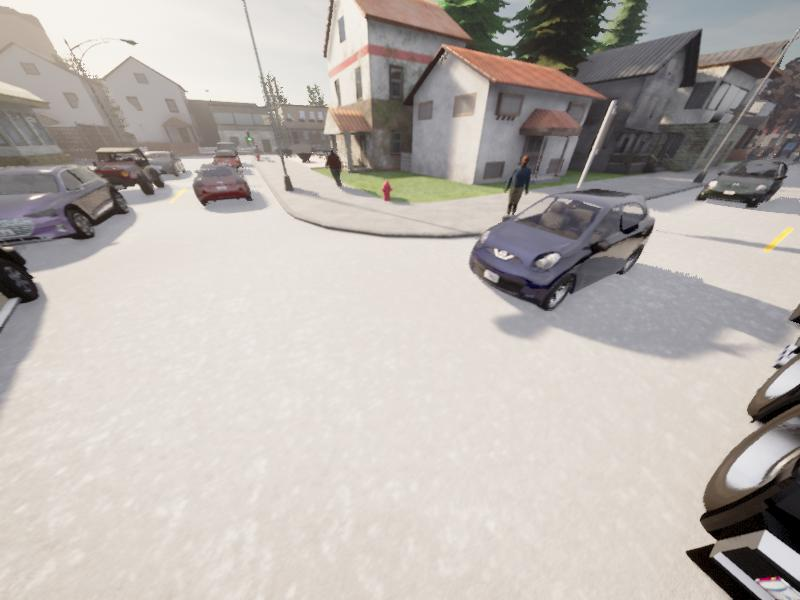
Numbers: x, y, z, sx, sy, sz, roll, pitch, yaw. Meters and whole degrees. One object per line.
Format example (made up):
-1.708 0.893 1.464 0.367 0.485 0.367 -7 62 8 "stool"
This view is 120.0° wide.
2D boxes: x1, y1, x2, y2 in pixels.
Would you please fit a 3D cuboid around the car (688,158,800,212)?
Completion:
15.238 -5.170 10.164 3.988 1.617 1.851 -18 39 -24 "car"

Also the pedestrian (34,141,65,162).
-36.595 -15.508 24.126 0.751 1.860 0.751 -12 37 -18 "pedestrian"

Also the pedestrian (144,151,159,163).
-25.384 -14.607 23.595 0.500 1.100 0.500 -4 35 -7 "pedestrian"

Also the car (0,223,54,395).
-5.887 0.121 2.135 4.605 1.855 1.932 30 44 35 "car"

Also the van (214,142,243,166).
-18.097 -15.596 24.528 1.775 1.987 4.442 -18 39 -24 "van"

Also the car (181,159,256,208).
-8.168 -5.518 10.667 1.994 1.385 4.181 -18 39 -25 "car"

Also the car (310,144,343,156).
-12.633 -25.934 39.878 4.792 1.488 2.163 -18 39 -24 "car"

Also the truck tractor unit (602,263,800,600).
5.109 -0.302 0.784 6.516 4.208 3.053 -18 39 -24 "truck tractor unit"

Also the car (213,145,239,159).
-24.577 -20.941 32.601 1.816 1.474 4.193 -29 44 -35 "car"

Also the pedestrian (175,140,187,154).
-35.996 -25.146 37.983 0.751 1.860 0.751 -18 39 -25 "pedestrian"

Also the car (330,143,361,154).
-10.460 -29.374 44.755 5.366 1.575 1.801 -19 39 -25 "car"

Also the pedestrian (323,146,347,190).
-3.271 -6.673 11.718 0.751 1.860 0.751 -18 39 -24 "pedestrian"

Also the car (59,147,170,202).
-13.368 -6.274 11.252 1.905 1.878 3.866 -18 39 -24 "car"

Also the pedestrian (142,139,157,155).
-36.823 -22.505 34.004 0.751 1.860 0.751 -26 43 -33 "pedestrian"

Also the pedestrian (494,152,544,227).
3.511 -3.285 6.907 0.751 1.860 0.751 19 39 25 "pedestrian"

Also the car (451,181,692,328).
3.086 -1.178 4.384 3.633 1.501 1.845 -18 39 -24 "car"

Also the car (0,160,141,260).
-10.058 -2.890 6.648 2.033 1.649 4.856 -18 39 -24 "car"

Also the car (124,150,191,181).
-17.119 -9.841 16.679 2.128 1.511 4.902 -18 39 -25 "car"

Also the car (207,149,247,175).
-14.158 -11.499 19.072 2.007 1.525 4.514 -18 39 -24 "car"
